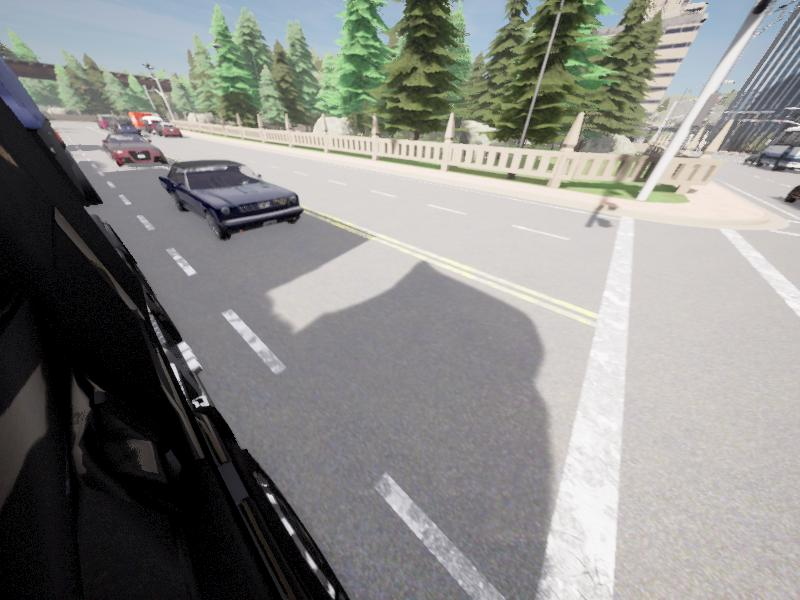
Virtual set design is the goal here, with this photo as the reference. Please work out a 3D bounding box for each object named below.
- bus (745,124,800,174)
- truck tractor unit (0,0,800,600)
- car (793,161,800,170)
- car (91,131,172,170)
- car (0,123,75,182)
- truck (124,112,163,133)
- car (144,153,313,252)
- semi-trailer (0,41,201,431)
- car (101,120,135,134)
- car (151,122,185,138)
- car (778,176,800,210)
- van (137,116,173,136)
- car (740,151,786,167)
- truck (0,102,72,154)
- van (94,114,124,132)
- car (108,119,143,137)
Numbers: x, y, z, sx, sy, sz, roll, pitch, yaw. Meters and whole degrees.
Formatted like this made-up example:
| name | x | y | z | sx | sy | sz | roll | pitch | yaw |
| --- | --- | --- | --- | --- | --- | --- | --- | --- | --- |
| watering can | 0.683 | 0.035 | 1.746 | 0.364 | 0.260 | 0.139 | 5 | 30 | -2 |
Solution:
| name | x | y | z | sx | sy | sz | roll | pitch | yaw |
| --- | --- | --- | --- | --- | --- | --- | --- | --- | --- |
| bus | 44.808 | -16.822 | 25.672 | 3.944 | 4.253 | 10.273 | 28 | 43 | 30 |
| truck tractor unit | -2.645 | -0.295 | 0.351 | 6.516 | 4.208 | 3.053 | 28 | 44 | 30 |
| car | 51.008 | -16.607 | 28.122 | 1.816 | 1.474 | 4.193 | 28 | 43 | 30 |
| car | -14.635 | -8.240 | 12.597 | 4.181 | 1.385 | 1.994 | 28 | 43 | 30 |
| car | -16.256 | -6.489 | 9.911 | 5.238 | 1.638 | 1.930 | 28 | 43 | 30 |
| truck | -39.918 | -27.601 | 35.954 | 5.204 | 2.467 | 2.627 | 28 | 43 | 30 |
| car | -4.633 | -2.887 | 6.145 | 4.718 | 1.301 | 1.895 | 28 | 43 | 30 |
| semi-trailer | -8.696 | -3.607 | 4.229 | 14.254 | 4.402 | 2.717 | 28 | 44 | 30 |
| car | -39.562 | -24.242 | 32.373 | 5.357 | 1.411 | 2.033 | 28 | 43 | 30 |
| car | -29.829 | -21.822 | 29.709 | 3.806 | 1.475 | 1.970 | 28 | 43 | 29 |
| car | 18.958 | -4.620 | 9.788 | 1.851 | 1.617 | 3.988 | 30 | 44 | 31 |
| van | -34.609 | -24.597 | 32.639 | 4.480 | 2.038 | 2.069 | 28 | 43 | 30 |
| car | 51.420 | -20.159 | 32.885 | 2.128 | 1.511 | 4.902 | 28 | 43 | 30 |
| truck | -24.693 | -11.317 | 15.128 | 5.204 | 2.467 | 2.627 | 28 | 43 | 30 |
| van | -44.998 | -27.376 | 35.717 | 4.442 | 1.987 | 1.775 | 28 | 43 | 30 |
| car | -34.377 | -21.570 | 28.957 | 3.988 | 1.617 | 1.851 | 28 | 43 | 30 |
